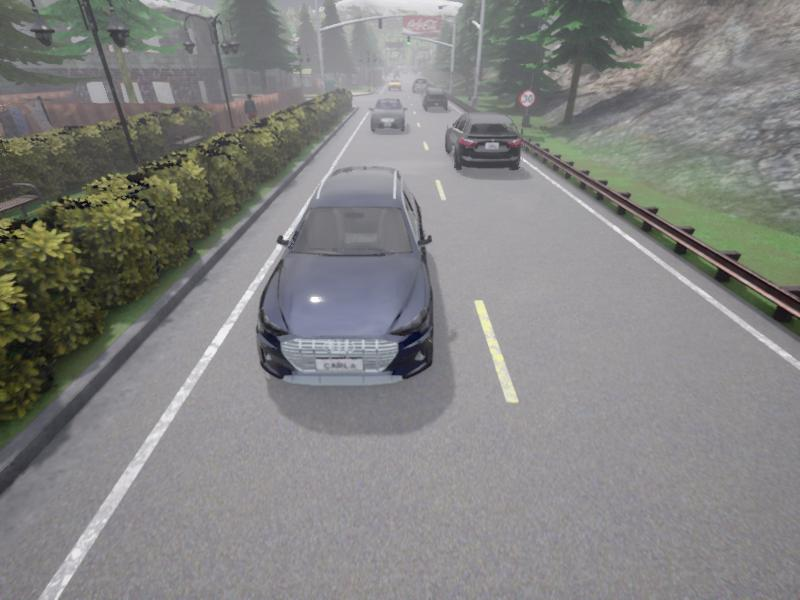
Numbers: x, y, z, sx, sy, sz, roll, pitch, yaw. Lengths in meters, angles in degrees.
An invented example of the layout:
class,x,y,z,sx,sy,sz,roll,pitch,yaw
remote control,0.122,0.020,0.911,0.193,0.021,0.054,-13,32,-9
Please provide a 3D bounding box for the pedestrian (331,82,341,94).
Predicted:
class,x,y,z,sx,sy,sz,roll,pitch,yaw
pedestrian,-7.761,-25.815,48.669,0.751,1.300,0.751,-26,39,-37

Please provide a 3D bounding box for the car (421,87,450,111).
class,x,y,z,sx,sy,sz,roll,pitch,yaw
car,2.819,-16.576,32.890,1.837,1.490,4.892,0,30,-1

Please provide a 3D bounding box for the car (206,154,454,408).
class,x,y,z,sx,sy,sz,roll,pitch,yaw
car,-0.578,-0.818,5.797,2.033,1.649,4.856,0,30,0

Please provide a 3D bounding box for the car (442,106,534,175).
class,x,y,z,sx,sy,sz,roll,pitch,yaw
car,2.891,-5.889,14.427,2.242,1.667,4.611,0,30,0

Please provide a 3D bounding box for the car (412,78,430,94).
class,x,y,z,sx,sy,sz,roll,pitch,yaw
car,2.764,-28.906,53.939,2.242,1.667,4.611,0,30,0

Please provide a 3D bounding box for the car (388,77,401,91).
class,x,y,z,sx,sy,sz,roll,pitch,yaw
car,-0.748,-31.104,57.526,1.801,1.575,5.366,0,30,0

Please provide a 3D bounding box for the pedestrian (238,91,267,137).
class,x,y,z,sx,sy,sz,roll,pitch,yaw
pedestrian,-6.771,-8.540,18.425,0.751,1.860,0.751,-2,30,-3

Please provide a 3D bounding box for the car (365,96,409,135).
class,x,y,z,sx,sy,sz,roll,pitch,yaw
car,-0.633,-10.279,22.096,2.128,1.511,4.902,0,30,0
